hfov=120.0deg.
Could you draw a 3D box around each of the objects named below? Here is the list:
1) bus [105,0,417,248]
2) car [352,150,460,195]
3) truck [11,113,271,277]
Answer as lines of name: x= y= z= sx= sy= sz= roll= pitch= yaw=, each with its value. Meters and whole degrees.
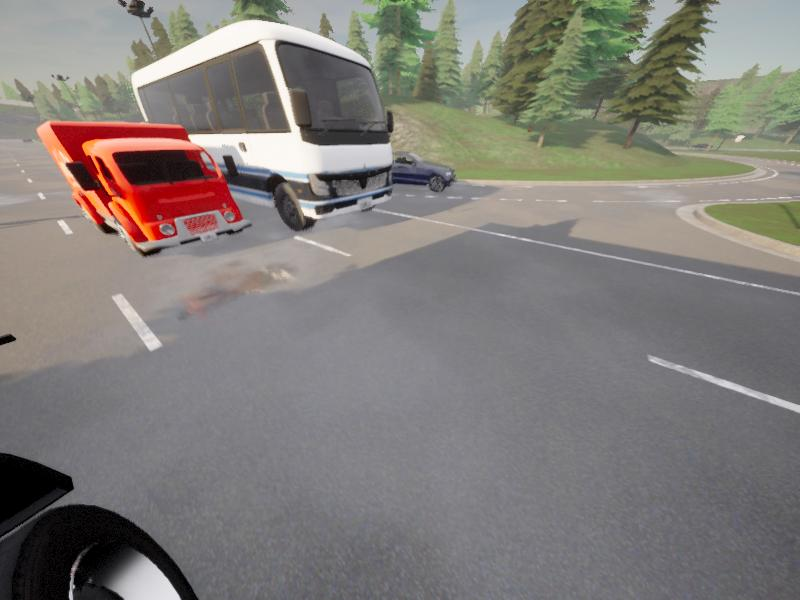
bus: x=-4.907 y=-5.615 z=8.132 sx=10.273 sy=4.253 sz=3.944 roll=22 pitch=41 yaw=28
car: x=0.361 y=-6.758 z=12.077 sx=5.027 sy=1.651 sz=2.152 roll=9 pitch=36 yaw=13
truck: x=-6.370 y=-2.932 z=5.864 sx=5.204 sy=2.467 sz=2.627 roll=22 pitch=41 yaw=28
